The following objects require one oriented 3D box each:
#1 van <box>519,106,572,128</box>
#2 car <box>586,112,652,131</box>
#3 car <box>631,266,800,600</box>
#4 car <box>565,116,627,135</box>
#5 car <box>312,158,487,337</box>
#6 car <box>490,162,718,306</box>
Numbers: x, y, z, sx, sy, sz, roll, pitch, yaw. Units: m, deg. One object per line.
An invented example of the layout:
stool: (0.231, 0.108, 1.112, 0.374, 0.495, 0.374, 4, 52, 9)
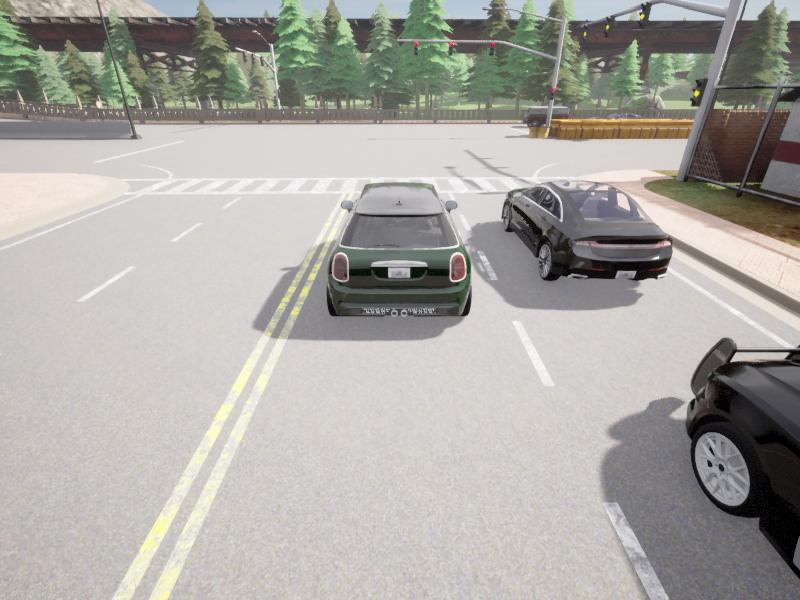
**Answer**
van: (14.744, -18.657, 40.791, 4.442, 1.987, 1.775, -1, 27, -2)
car: (20.690, -16.937, 37.959, 4.902, 1.511, 2.128, -1, 27, -2)
car: (3.501, 1.619, 1.671, 1.930, 1.638, 5.238, 0, 27, 0)
car: (16.946, -15.217, 34.766, 4.181, 1.385, 1.994, -1, 27, -2)
car: (-0.013, -1.315, 7.219, 2.097, 1.767, 4.553, 0, 27, 0)
car: (3.489, -1.692, 8.262, 2.128, 1.511, 4.902, 0, 27, 0)
